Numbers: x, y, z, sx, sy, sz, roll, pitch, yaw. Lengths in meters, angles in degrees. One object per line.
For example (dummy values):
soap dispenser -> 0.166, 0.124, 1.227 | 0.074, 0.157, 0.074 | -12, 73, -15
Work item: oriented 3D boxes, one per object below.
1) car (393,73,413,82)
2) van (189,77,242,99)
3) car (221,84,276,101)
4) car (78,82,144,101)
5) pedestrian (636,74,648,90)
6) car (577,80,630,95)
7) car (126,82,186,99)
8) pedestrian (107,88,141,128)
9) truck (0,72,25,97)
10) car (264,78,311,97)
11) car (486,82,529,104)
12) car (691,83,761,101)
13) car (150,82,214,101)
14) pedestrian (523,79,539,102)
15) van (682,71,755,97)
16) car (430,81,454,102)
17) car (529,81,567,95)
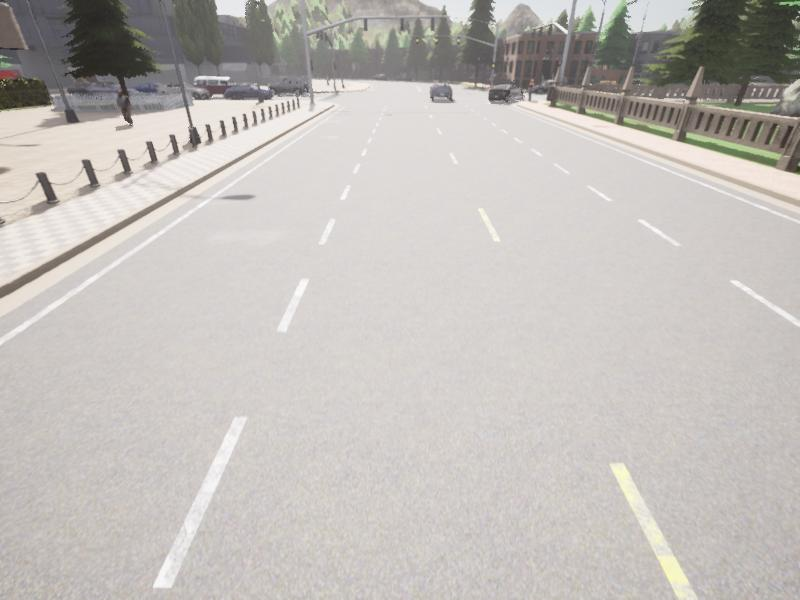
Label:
car -> 0.620, -50.344, 90.585 | 2.242, 1.667, 4.611 | -19, 35, -29
van -> -19.993, -23.132, 43.556 | 4.480, 2.038, 2.069 | 0, 30, 0
car -> -15.290, -21.063, 40.606 | 4.674, 1.442, 1.812 | 1, 30, 2
car -> -29.314, -21.228, 40.714 | 4.856, 1.649, 2.033 | 0, 30, 0
pedestrian -> 33.240, -29.931, 54.985 | 0.751, 1.860, 0.751 | 1, 30, 1
car -> 25.070, -26.278, 49.368 | 5.366, 1.575, 1.801 | 0, 30, 0
car -> -26.589, -22.945, 43.738 | 5.008, 1.535, 1.882 | 0, 30, 0
pedestrian -> -14.675, -10.249, 21.340 | 0.751, 1.860, 0.751 | -4, 31, -7
truck -> -47.993, -25.206, 46.690 | 5.204, 2.467, 2.627 | 0, 30, 0
car -> -13.002, -24.739, 46.466 | 4.605, 1.855, 1.932 | 2, 30, 2
car -> 10.486, -20.172, 38.874 | 1.930, 1.638, 5.238 | 19, 35, 31
car -> 32.666, -20.917, 40.267 | 4.902, 1.511, 2.128 | 0, 30, 1
car -> -22.089, -21.196, 40.662 | 5.027, 1.651, 2.152 | 0, 30, 0
pedestrian -> 11.933, -19.099, 36.470 | 0.751, 1.860, 0.751 | -11, 32, -18
van -> 36.507, -24.898, 46.009 | 5.915, 2.561, 1.988 | 0, 30, 0
car -> 4.215, -21.439, 41.061 | 2.152, 1.651, 5.027 | 1, 30, 2
car -> 18.276, -26.263, 49.449 | 3.806, 1.475, 1.970 | 0, 30, 0
